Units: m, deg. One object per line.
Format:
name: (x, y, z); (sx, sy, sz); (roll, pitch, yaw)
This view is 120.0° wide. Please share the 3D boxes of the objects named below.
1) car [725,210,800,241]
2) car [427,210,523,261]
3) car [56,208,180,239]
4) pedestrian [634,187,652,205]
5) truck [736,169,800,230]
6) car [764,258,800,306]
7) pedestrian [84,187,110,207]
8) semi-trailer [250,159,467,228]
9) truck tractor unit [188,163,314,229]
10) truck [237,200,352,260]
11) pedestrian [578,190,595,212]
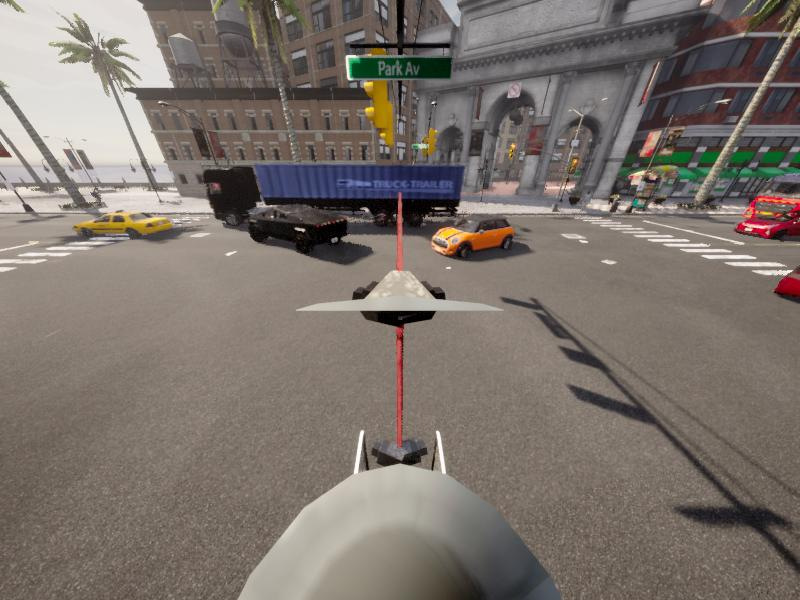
car: (24.889, -4.820, 14.828); (4.514, 1.525, 2.007); (0, 30, 1)
car: (3.987, -3.642, 12.518); (4.553, 1.767, 2.097); (-14, 33, -23)
car: (-18.307, -5.091, 15.242); (5.366, 1.575, 1.801); (0, 30, 1)
pedestrian: (27.722, -11.901, 26.405); (0.751, 1.860, 0.751); (22, 36, 33)
truck: (32.521, -7.520, 17.204); (8.468, 3.827, 2.891); (1, 30, 1)
car: (15.293, -0.721, 7.885); (4.181, 1.385, 1.994); (-14, 32, -22)
pedestrian: (-33.304, -11.332, 25.419); (0.751, 1.860, 0.751); (1, 30, 2)
semi-trailer: (-2.724, -7.984, 17.411); (14.254, 4.402, 2.717); (0, 30, 1)
truck tractor unit: (-10.641, -7.945, 17.529); (6.516, 4.208, 3.053); (0, 30, 0)
truck: (-6.039, -4.238, 13.248); (6.274, 2.098, 2.390); (17, 34, 27)
pedestrian: (18.049, -9.579, 22.383); (0.751, 1.860, 0.751); (18, 35, 28)
